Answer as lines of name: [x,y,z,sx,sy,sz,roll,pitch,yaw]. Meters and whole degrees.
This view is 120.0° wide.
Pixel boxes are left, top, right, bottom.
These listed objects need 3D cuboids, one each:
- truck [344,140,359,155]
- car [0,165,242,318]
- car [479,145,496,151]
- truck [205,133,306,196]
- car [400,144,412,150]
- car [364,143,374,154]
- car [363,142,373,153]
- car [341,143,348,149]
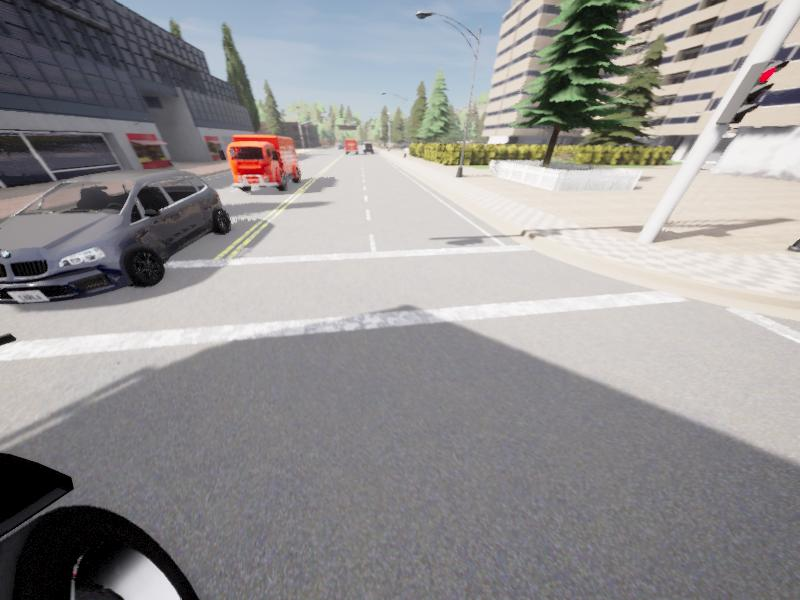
truck: [-9.736,-30.878,46.637,2.627,2.467,5.204,-4,35,-7]
car: [-5.879,-1.757,5.016,2.242,1.667,4.611,-4,35,-7]
car: [29.618,-51.264,77.916,4.611,1.667,2.242,-4,35,-7]
truck: [-7.304,-7.538,12.716,2.627,2.467,5.204,-4,34,-7]
car: [1.859,-49.265,74.432,3.633,1.501,1.845,-4,35,-7]
car: [-6.610,-32.192,49.124,1.905,1.878,3.866,-4,35,-7]
car: [-7.909,-37.330,56.448,2.150,2.045,5.566,-4,35,-7]
car: [-19.121,-53.374,80.031,1.882,1.535,5.008,-4,35,-7]
